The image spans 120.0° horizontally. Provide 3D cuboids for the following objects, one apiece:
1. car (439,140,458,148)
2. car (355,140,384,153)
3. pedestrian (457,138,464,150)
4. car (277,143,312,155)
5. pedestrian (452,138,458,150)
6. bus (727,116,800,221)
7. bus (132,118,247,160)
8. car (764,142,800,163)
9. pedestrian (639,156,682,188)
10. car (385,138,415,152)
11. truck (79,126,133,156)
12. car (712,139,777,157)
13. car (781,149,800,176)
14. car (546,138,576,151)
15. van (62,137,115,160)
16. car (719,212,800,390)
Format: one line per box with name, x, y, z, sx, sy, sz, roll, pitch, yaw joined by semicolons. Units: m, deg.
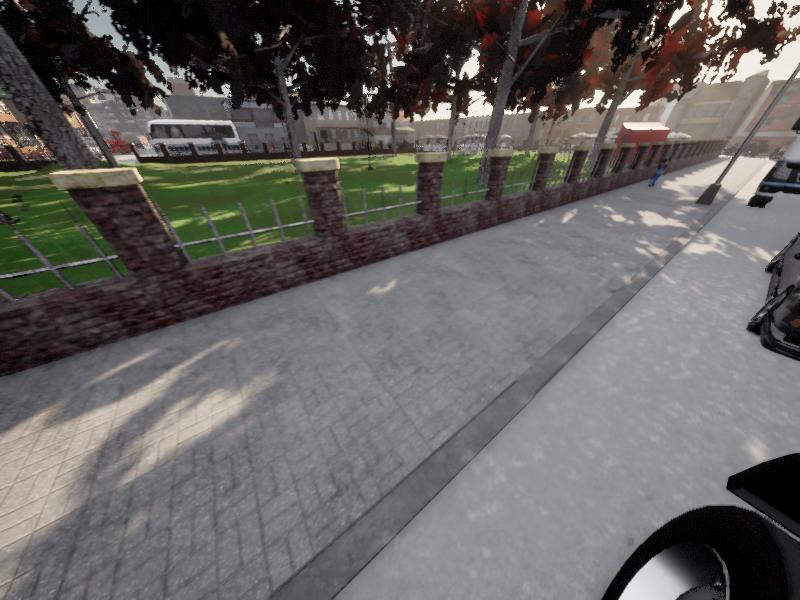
car;12.761;-41.145;60.955;2.097;1.767;4.553;-23;41;-28
car;-5.438;-27.564;41.393;4.605;1.855;1.932;-23;41;-29
pedestrian;12.002;-31.121;46.070;0.751;1.860;0.751;-21;40;-27
car;-17.521;-25.199;38.517;4.674;1.442;1.812;-23;41;-28
pedestrian;10.900;-30.895;45.758;0.751;1.860;0.751;-27;43;-33
bus;17.205;-5.800;8.300;10.273;4.253;3.944;-22;41;-28
bus;-27.818;-21.987;31.613;10.273;4.253;3.944;-22;41;-28
car;39.877;-14.579;22.822;1.930;1.638;5.238;18;39;22
pedestrian;12.921;-6.399;11.519;0.751;1.300;0.751;14;38;19
car;0.124;-29.823;44.404;5.566;2.045;2.150;-24;42;-30
truck;-49.568;-27.078;39.376;2.891;3.827;8.468;-22;41;-28
car;44.295;-19.715;29.850;1.905;1.878;3.866;-13;37;-18
car;28.556;-9.700;15.780;3.866;1.878;1.905;-23;41;-28
car;31.394;-30.418;45.124;1.905;1.878;3.866;-22;41;-28
van;-42.377;-20.827;31.671;2.351;2.431;6.366;-23;41;-28
car;6.781;-0.292;3.056;5.357;1.411;2.033;-22;41;-28
